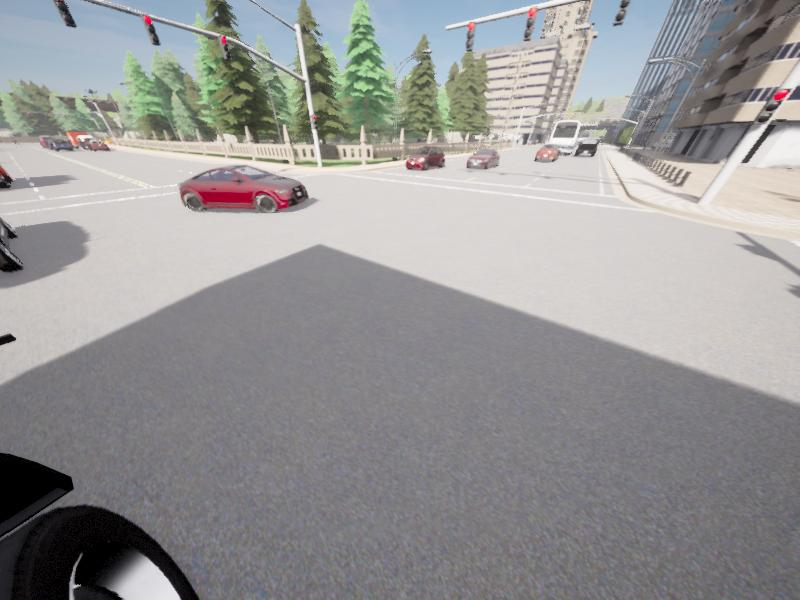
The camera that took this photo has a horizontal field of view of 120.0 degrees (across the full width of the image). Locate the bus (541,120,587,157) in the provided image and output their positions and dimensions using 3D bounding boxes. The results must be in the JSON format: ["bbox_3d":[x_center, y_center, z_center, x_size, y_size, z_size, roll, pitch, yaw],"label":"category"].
[{"bbox_3d":[26.257,-25.615,36.746,3.944,4.253,10.273,22,41,28],"label":"bus"}]

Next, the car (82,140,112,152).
[{"bbox_3d":[-48.650,-24.786,37.141,3.806,1.475,1.970,22,41,27],"label":"car"}]

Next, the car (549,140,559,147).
[{"bbox_3d":[50.118,-50.936,75.179,1.801,1.575,5.366,22,41,28],"label":"car"}]

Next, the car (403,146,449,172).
[{"bbox_3d":[2.232,-11.874,19.329,1.851,1.617,3.988,24,42,29],"label":"car"}]

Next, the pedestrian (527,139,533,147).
[{"bbox_3d":[38.079,-45.988,67.635,0.751,1.860,0.751,21,40,27],"label":"pedestrian"}]

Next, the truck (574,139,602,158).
[{"bbox_3d":[27.918,-22.531,34.266,2.390,2.098,6.274,23,41,29],"label":"truck"}]

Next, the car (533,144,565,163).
[{"bbox_3d":[17.703,-17.431,27.350,2.152,1.651,5.027,22,41,28],"label":"car"}]

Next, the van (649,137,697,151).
[{"bbox_3d":[61.941,-35.516,52.626,6.366,2.431,2.351,23,41,28],"label":"van"}]

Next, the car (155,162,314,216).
[{"bbox_3d":[-5.731,-4.154,8.526,4.181,1.385,1.994,3,35,3],"label":"car"}]

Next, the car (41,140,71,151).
[{"bbox_3d":[-58.660,-26.386,39.364,5.357,1.411,2.033,22,41,28],"label":"car"}]

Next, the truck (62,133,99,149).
[{"bbox_3d":[-59.448,-29.617,42.994,5.204,2.467,2.627,22,41,28],"label":"truck"}]

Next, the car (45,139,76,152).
[{"bbox_3d":[-53.123,-24.205,36.157,3.988,1.617,1.851,22,41,28],"label":"car"}]

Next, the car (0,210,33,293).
[{"bbox_3d":[-9.413,-1.383,4.328,5.238,1.638,1.930,22,41,28],"label":"car"}]

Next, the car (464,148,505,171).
[{"bbox_3d":[7.632,-12.643,20.619,1.812,1.442,4.674,22,41,28],"label":"car"}]

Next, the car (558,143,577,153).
[{"bbox_3d":[32.233,-29.266,44.351,2.128,1.511,4.902,22,41,28],"label":"car"}]

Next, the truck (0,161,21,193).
[{"bbox_3d":[-21.299,-6.598,10.840,5.204,2.467,2.627,23,41,27],"label":"truck"}]

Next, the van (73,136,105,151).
[{"bbox_3d":[-53.767,-27.112,39.886,4.480,2.038,2.069,22,41,28],"label":"van"}]

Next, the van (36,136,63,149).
[{"bbox_3d":[-64.477,-29.009,42.497,4.442,1.987,1.775,22,41,28],"label":"van"}]
